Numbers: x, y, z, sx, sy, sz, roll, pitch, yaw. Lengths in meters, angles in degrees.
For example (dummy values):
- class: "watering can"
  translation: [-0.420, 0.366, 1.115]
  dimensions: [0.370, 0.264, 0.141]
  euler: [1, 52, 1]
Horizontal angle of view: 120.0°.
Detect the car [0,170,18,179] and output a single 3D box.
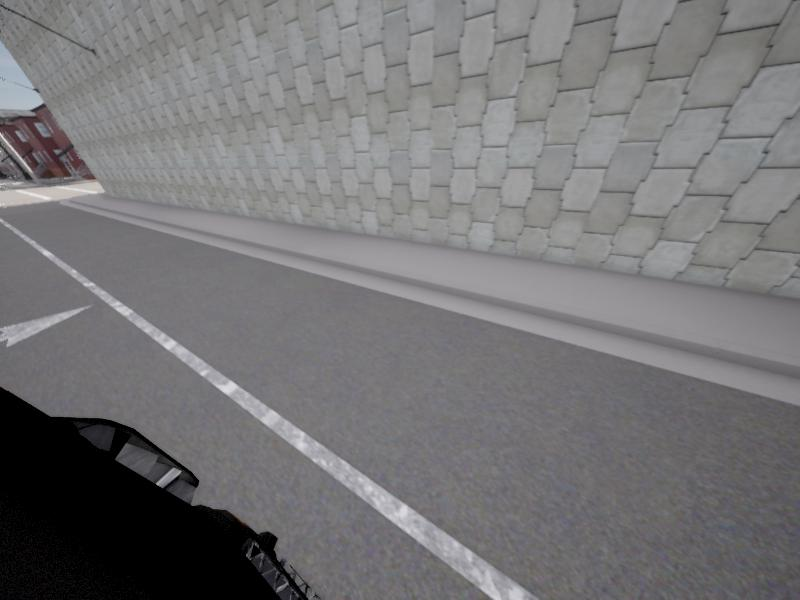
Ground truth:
- class: "car"
  translation: [-81.046, -24.924, 46.062]
  dimensions: [1.812, 1.442, 4.674]
  euler: [4, 34, 11]
